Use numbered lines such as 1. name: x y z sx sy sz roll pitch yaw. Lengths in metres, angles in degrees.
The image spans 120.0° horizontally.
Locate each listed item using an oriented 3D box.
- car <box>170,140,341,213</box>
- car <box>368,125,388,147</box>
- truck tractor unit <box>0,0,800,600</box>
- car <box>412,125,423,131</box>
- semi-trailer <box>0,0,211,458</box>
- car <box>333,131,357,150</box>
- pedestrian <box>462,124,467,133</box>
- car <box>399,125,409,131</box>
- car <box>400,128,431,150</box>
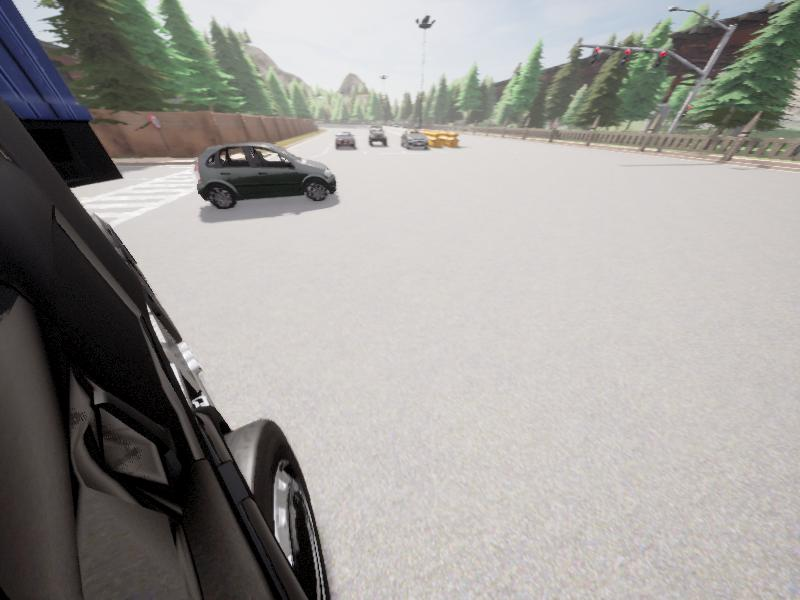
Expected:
1. car: -4.173 -4.117 7.474 3.988 1.617 1.851 -12 39 -16
2. car: -2.523 -18.513 25.984 1.905 1.878 3.866 -5 38 -8
3. truck tractor unit: -2.645 -0.295 0.351 6.516 4.208 3.053 28 43 30
4. car: 5.331 -53.306 71.665 1.837 1.490 4.892 -8 38 -11
5. semi-trailer: -10.134 -1.376 1.488 14.254 4.402 2.717 2 37 2
6. car: -5.483 -16.153 23.302 1.994 1.385 4.181 -5 38 -8
7. pedestrian: 16.683 -44.763 60.128 0.751 1.860 0.751 -5 38 -8
8. car: 1.116 -54.822 73.543 2.038 1.542 4.974 -8 38 -12
9. car: 1.457 -16.782 24.012 2.152 1.651 5.027 -5 38 -8
